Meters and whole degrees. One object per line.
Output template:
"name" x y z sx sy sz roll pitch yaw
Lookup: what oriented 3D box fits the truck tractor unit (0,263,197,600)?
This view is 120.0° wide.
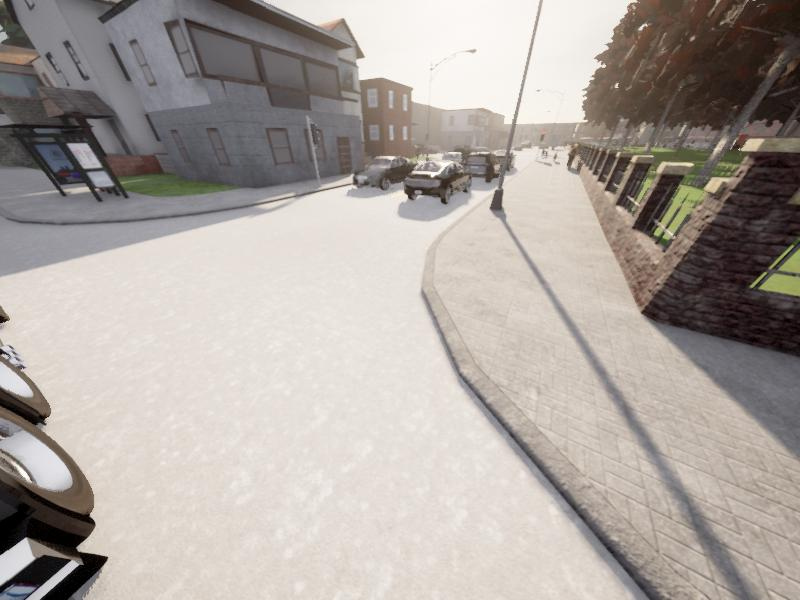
"truck tractor unit" -5.109 -0.303 0.781 6.516 4.208 3.053 18 39 24

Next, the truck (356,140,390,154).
"truck" -5.200 -29.408 44.422 6.274 2.098 2.390 19 39 25

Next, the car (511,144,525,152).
"car" 26.982 -34.744 52.797 1.812 1.442 4.674 18 39 24

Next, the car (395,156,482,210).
"car" 1.943 -5.623 10.735 2.128 1.511 4.902 18 39 25

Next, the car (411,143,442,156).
"car" 4.499 -26.066 39.962 4.856 1.649 2.033 19 39 25

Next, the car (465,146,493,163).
"car" 9.604 -17.730 28.074 1.837 1.490 4.892 18 39 24

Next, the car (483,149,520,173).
"car" 8.976 -12.294 20.259 2.128 1.511 4.902 16 38 22

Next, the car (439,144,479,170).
"car" 5.690 -13.733 22.037 1.932 1.855 4.605 20 39 26

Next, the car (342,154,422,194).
"car" -0.775 -7.463 13.396 2.128 1.511 4.902 18 39 24

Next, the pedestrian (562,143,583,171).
"pedestrian" 13.909 -11.569 18.651 0.751 1.860 0.751 18 39 24

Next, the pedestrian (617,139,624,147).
"pedestrian" 65.717 -46.791 68.828 0.751 1.860 0.751 26 43 33

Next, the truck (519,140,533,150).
"truck" 34.677 -42.638 63.498 2.390 2.098 6.274 18 39 24

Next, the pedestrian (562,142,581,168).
"pedestrian" 15.291 -12.942 20.612 0.751 1.860 0.751 18 39 24

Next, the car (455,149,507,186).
"car" 5.485 -8.956 15.390 2.033 1.649 4.856 17 38 23

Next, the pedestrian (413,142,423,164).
"pedestrian" 1.878 -15.494 24.362 0.751 1.860 0.751 17 38 23
